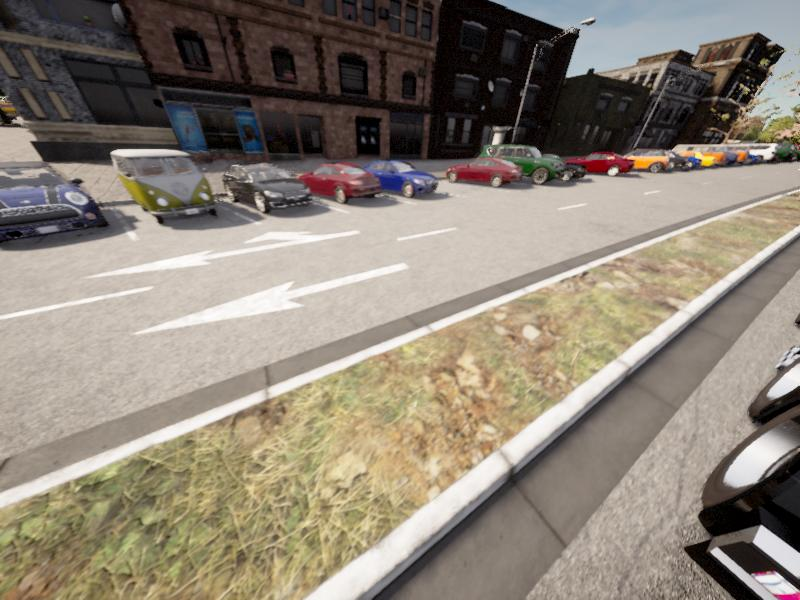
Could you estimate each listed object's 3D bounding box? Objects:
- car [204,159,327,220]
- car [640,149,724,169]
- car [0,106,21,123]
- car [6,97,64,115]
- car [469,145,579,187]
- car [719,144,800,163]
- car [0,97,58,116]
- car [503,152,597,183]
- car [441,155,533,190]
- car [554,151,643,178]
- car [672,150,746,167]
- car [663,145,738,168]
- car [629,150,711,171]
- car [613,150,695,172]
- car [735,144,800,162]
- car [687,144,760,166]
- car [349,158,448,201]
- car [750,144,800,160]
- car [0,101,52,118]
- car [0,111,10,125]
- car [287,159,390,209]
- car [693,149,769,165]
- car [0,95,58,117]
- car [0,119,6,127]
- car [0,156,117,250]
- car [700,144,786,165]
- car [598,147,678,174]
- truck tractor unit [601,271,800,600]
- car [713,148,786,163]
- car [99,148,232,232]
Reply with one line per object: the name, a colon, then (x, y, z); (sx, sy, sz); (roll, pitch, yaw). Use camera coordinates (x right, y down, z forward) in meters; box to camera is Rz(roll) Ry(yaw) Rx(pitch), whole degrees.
car: (-5.497, -4.683, 9.330); (4.892, 1.521, 2.231); (25, 41, 32)
car: (29.274, -14.862, 24.282); (5.366, 1.575, 1.946); (29, 44, 36)
car: (-48.966, -21.858, 26.949); (2.002, 1.452, 4.674); (26, 42, 24)
car: (-59.582, -31.746, 37.846); (2.185, 1.767, 4.553); (24, 40, 24)
car: (7.796, -8.948, 15.141); (5.566, 2.045, 2.435); (27, 42, 34)
car: (48.470, -20.015, 31.418); (2.435, 2.045, 5.566); (-29, 44, -36)
car: (-57.829, -30.136, 35.980); (2.185, 1.767, 4.553); (25, 41, 23)
car: (10.449, -9.538, 16.455); (5.008, 1.535, 2.097); (27, 42, 34)
car: (5.100, -7.917, 14.145); (4.674, 1.452, 2.002); (26, 43, 33)
car: (15.833, -11.075, 18.715); (5.008, 1.535, 2.097); (28, 43, 34)
car: (34.841, -16.215, 26.330); (4.792, 1.488, 2.163); (29, 44, 36)
car: (32.222, -15.653, 25.048); (4.442, 1.987, 1.878); (29, 43, 36)
car: (26.684, -14.067, 23.117); (5.008, 1.535, 2.097); (29, 43, 35)
car: (23.972, -13.321, 22.021); (4.892, 1.521, 2.231); (28, 44, 35)
car: (53.968, -21.423, 33.489); (2.435, 2.045, 5.566); (-29, 43, -36)
car: (37.679, -17.088, 27.159); (4.442, 1.987, 1.878); (29, 43, 36)
car: (-0.213, -6.303, 11.775); (4.674, 1.452, 2.002); (26, 42, 33)
car: (59.422, -22.848, 35.584); (2.435, 2.045, 5.566); (-29, 43, -36)
car: (-54.141, -26.872, 32.542); (1.946, 1.575, 5.366); (26, 41, 23)
car: (-47.201, -20.221, 25.111); (2.002, 1.452, 4.674); (27, 42, 23)
car: (-2.857, -5.476, 10.561); (4.674, 1.452, 2.002); (26, 42, 33)
car: (40.320, -17.661, 28.403); (2.097, 1.535, 5.008); (-29, 43, -36)
car: (-56.011, -28.597, 34.070); (2.435, 2.045, 5.566); (26, 41, 23)
car: (-45.347, -18.700, 23.367); (1.946, 1.575, 5.366); (26, 42, 24)
car: (-10.761, -3.107, 6.793); (4.553, 1.767, 2.185); (25, 41, 32)
car: (43.023, -18.589, 29.322); (5.566, 2.045, 2.435); (29, 44, 36)
car: (21.260, -12.678, 20.850); (4.553, 1.767, 2.185); (28, 43, 35)
truck tractor unit: (5.121, -0.291, 0.766); (6.516, 4.208, 3.053); (-18, 39, -24)
car: (45.769, -19.087, 30.500); (2.097, 1.535, 5.008); (-29, 43, -36)
car: (-8.030, -3.987, 7.905); (4.442, 1.987, 1.878); (25, 41, 32)
